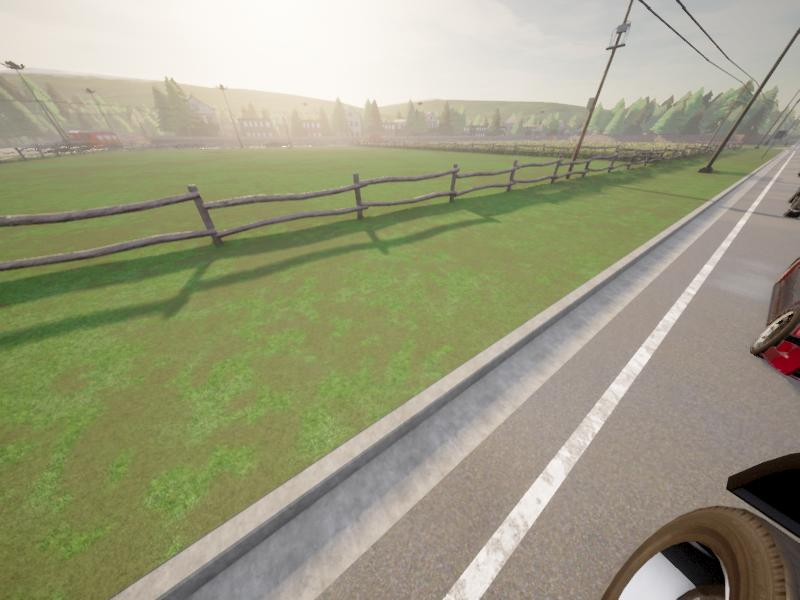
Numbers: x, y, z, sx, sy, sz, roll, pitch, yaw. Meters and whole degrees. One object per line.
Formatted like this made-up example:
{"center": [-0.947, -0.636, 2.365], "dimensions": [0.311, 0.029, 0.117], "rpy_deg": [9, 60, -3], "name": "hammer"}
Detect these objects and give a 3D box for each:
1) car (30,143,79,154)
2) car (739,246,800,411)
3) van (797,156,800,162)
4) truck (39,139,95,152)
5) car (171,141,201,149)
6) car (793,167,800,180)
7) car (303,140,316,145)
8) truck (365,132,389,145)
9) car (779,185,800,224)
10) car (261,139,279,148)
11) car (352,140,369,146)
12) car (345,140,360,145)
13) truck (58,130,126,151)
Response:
{"center": [-65.691, -28.977, 44.072], "dimensions": [2.242, 1.667, 4.611], "rpy_deg": [1, 35, 1], "name": "car"}
{"center": [6.095, 0.150, 2.510], "dimensions": [4.181, 1.385, 1.994], "rpy_deg": [-22, 41, -28], "name": "car"}
{"center": [44.682, -15.900, 24.100], "dimensions": [6.366, 2.431, 2.351], "rpy_deg": [-22, 41, -28], "name": "van"}
{"center": [-70.962, -33.085, 49.436], "dimensions": [2.390, 2.098, 6.274], "rpy_deg": [15, 38, 21], "name": "truck"}
{"center": [-53.667, -38.921, 58.016], "dimensions": [5.238, 1.638, 1.930], "rpy_deg": [-22, 41, -28], "name": "car"}
{"center": [27.448, -8.542, 14.586], "dimensions": [4.792, 1.488, 2.163], "rpy_deg": [-22, 41, -28], "name": "car"}
{"center": [-31.703, -55.038, 80.813], "dimensions": [3.633, 1.501, 1.845], "rpy_deg": [-22, 41, -28], "name": "car"}
{"center": [-8.348, -60.420, 86.345], "dimensions": [8.468, 3.827, 2.891], "rpy_deg": [-22, 41, -28], "name": "truck"}
{"center": [15.074, -3.596, 7.517], "dimensions": [5.027, 1.651, 2.152], "rpy_deg": [-22, 41, -28], "name": "car"}
{"center": [-36.196, -43.561, 64.297], "dimensions": [3.866, 1.878, 1.905], "rpy_deg": [-22, 41, -28], "name": "car"}
{"center": [-13.798, -54.846, 80.457], "dimensions": [5.366, 1.575, 1.801], "rpy_deg": [-22, 41, -28], "name": "car"}
{"center": [-16.890, -56.056, 82.197], "dimensions": [5.008, 1.535, 1.882], "rpy_deg": [-22, 41, -28], "name": "car"}
{"center": [-71.257, -37.209, 53.788], "dimensions": [2.891, 3.827, 8.468], "rpy_deg": [26, 43, 32], "name": "truck"}
